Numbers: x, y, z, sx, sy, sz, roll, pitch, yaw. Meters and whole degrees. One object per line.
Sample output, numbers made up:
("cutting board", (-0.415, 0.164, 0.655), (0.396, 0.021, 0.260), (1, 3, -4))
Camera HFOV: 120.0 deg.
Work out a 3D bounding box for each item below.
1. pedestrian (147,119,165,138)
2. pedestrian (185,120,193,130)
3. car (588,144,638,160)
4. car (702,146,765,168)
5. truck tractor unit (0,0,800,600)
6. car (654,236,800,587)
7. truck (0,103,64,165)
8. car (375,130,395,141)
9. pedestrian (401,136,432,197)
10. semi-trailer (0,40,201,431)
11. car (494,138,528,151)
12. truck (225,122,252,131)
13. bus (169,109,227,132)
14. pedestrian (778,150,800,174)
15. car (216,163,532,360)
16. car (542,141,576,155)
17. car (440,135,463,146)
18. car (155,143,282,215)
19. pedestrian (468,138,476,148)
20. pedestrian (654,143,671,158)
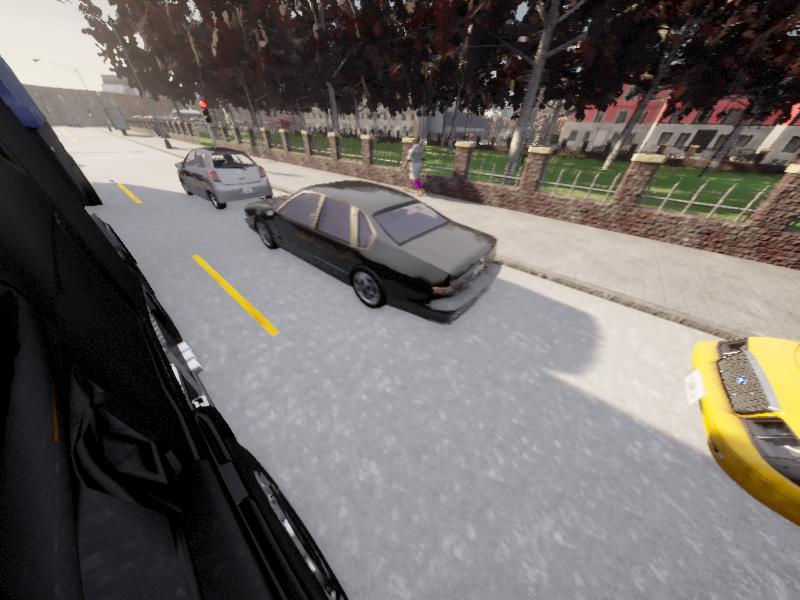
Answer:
("pedestrian", (-30.693, -21.500, 29.036), (0.751, 1.860, 0.751), (28, 43, 30))
("pedestrian", (-53.050, -44.035, 58.096), (0.751, 1.860, 0.751), (28, 43, 30))
("car", (29.346, -20.542, 31.962), (4.892, 1.490, 1.837), (27, 43, 29))
("car", (40.824, -17.685, 28.474), (3.866, 1.878, 1.905), (29, 44, 31))
("truck tractor unit", (-2.645, -0.295, 0.351), (6.516, 4.208, 3.053), (28, 44, 30))
("car", (4.640, 1.588, 0.478), (5.366, 1.575, 1.801), (28, 44, 30))
("truck", (-21.500, -7.905, 10.951), (5.204, 2.467, 2.627), (-17, 39, -24))
("car", (-3.504, -38.025, 53.230), (4.605, 1.855, 1.932), (28, 43, 30))
("pedestrian", (0.582, -4.975, 8.642), (0.751, 1.860, 0.751), (27, 43, 30))
("semi-trailer", (-8.710, -3.578, 4.243), (14.254, 4.402, 2.717), (28, 43, 30))
("car", (18.677, -26.187, 38.903), (4.514, 1.525, 2.007), (28, 43, 30))
("truck", (-50.245, -54.090, 72.064), (2.390, 2.098, 6.274), (28, 43, 30))
("bus", (-54.295, -48.488, 62.603), (3.944, 4.253, 10.273), (28, 43, 30))
("pedestrian", (37.079, -12.912, 21.611), (0.751, 1.860, 0.751), (30, 44, 32))
("car", (-0.919, -1.369, 4.287), (5.357, 1.411, 2.033), (27, 43, 29))
("car", (24.189, -23.290, 35.306), (3.705, 1.549, 1.789), (28, 43, 30))
("car", (9.931, -30.781, 44.610), (3.806, 1.475, 1.970), (28, 43, 30))
("car", (-5.986, -4.187, 7.667), (3.633, 1.501, 1.845), (27, 43, 29))
("pedestrian", (11.917, -26.035, 38.255), (0.751, 1.300, 0.751), (28, 43, 30))
("pedestrian", (39.372, -22.482, 34.676), (0.751, 1.860, 0.751), (23, 41, 25))
